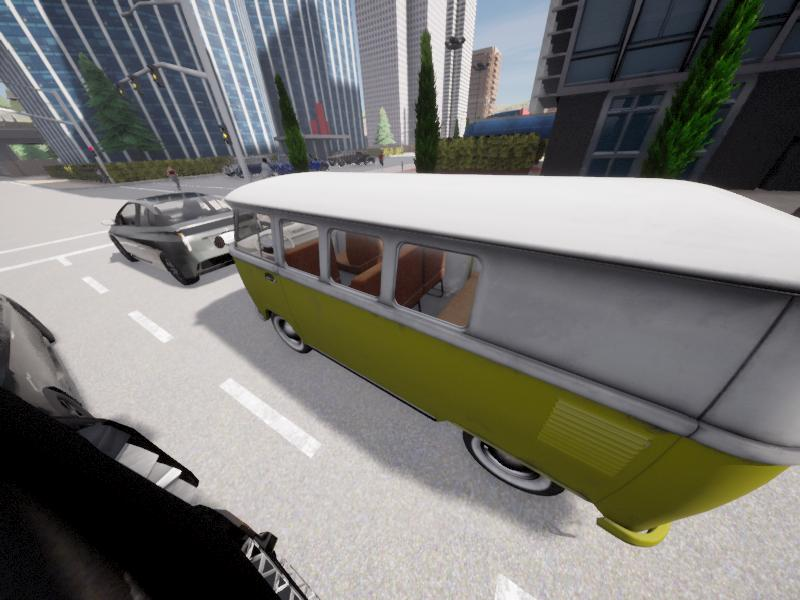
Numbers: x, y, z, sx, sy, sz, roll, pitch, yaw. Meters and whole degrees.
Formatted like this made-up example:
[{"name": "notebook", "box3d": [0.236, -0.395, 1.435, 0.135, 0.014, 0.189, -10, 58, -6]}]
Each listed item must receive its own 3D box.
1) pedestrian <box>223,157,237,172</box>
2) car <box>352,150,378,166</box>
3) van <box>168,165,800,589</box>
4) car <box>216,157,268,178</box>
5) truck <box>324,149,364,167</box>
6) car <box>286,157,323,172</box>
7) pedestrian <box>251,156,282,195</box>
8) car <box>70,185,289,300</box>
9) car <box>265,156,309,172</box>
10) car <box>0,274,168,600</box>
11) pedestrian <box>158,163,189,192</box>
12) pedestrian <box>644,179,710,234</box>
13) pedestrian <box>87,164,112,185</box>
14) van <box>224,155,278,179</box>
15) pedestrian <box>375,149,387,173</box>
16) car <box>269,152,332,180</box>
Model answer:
[{"name": "pedestrian", "box3d": [-24.313, -19.410, 33.055, 0.751, 1.860, 0.751, 16, 38, 26]}, {"name": "car", "box3d": [-5.476, -22.340, 36.301, 1.905, 1.878, 3.866, 15, 38, 25]}, {"name": "van", "box3d": [-0.016, -0.204, 2.460, 4.442, 1.987, 1.775, 19, 39, 29]}, {"name": "car", "box3d": [-19.140, -16.316, 28.300, 1.932, 1.855, 4.605, 15, 38, 25]}, {"name": "truck", "box3d": [-8.842, -22.953, 37.298, 2.390, 2.098, 6.274, 15, 38, 25]}, {"name": "car", "box3d": [-12.911, -18.533, 31.520, 1.816, 1.474, 4.193, 15, 38, 25]}, {"name": "pedestrian", "box3d": [-7.622, -7.127, 13.268, 0.751, 1.860, 0.751, 17, 38, 27]}, {"name": "car", "box3d": [-5.208, -1.697, 5.525, 4.514, 1.525, 2.007, 16, 38, 26]}, {"name": "car", "box3d": [-15.968, -19.430, 32.974, 2.152, 1.651, 5.027, 15, 38, 25]}, {"name": "car", "box3d": [-4.383, 0.774, 1.740, 4.514, 1.525, 2.007, 16, 38, 26]}, {"name": "pedestrian", "box3d": [-17.210, -9.328, 17.599, 0.751, 1.860, 0.751, 12, 36, 21]}, {"name": "pedestrian", "box3d": [6.453, -2.206, 5.455, 0.500, 1.100, 0.500, 16, 38, 26]}, {"name": "pedestrian", "box3d": [-31.069, -12.989, 23.909, 0.751, 1.860, 0.751, -28, 41, -32]}, {"name": "van", "box3d": [-16.597, -15.009, 26.036, 1.775, 1.987, 4.442, 15, 38, 25]}, {"name": "pedestrian", "box3d": [-1.802, -13.368, 22.215, 0.751, 1.860, 0.751, 23, 41, 33]}, {"name": "car", "box3d": [-9.978, -13.886, 23.778, 2.150, 2.045, 5.566, 15, 38, 25]}]
